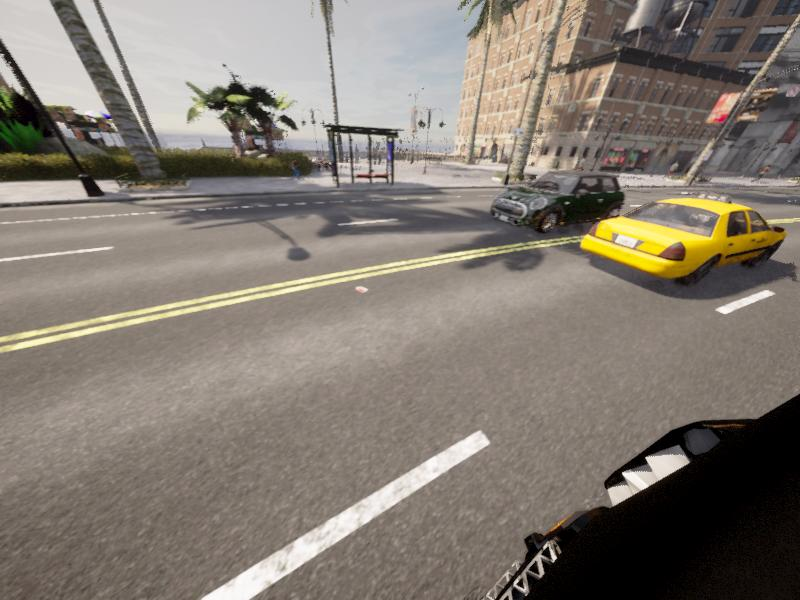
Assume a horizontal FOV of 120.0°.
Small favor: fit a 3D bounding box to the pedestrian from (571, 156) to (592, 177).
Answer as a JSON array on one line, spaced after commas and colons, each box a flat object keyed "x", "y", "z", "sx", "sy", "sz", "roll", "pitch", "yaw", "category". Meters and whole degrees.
[{"x": 18.456, "y": -13.553, "z": 23.476, "sx": 0.751, "sy": 1.860, "sz": 0.751, "roll": -9, "pitch": 35, "yaw": -16, "category": "pedestrian"}]

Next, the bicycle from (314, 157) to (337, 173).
[{"x": -6.130, "y": -11.095, "z": 18.988, "sx": 1.643, "sy": 1.024, "sz": 0.373, "roll": -8, "pitch": 35, "yaw": -15, "category": "bicycle"}]

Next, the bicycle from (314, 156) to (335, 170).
[{"x": -6.709, "y": -12.181, "z": 20.580, "sx": 1.643, "sy": 1.024, "sz": 0.373, "roll": -8, "pitch": 35, "yaw": -15, "category": "bicycle"}]

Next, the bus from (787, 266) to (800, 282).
[{"x": 14.360, "y": -1.933, "z": 3.932, "sx": 10.273, "sy": 4.253, "sz": 3.944, "roll": -8, "pitch": 35, "yaw": -16, "category": "bus"}]

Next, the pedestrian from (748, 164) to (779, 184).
[{"x": 39.913, "y": -13.899, "z": 25.406, "sx": 0.751, "sy": 1.860, "sz": 0.751, "roll": 2, "pitch": 34, "yaw": 0, "category": "pedestrian"}]

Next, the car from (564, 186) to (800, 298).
[{"x": 6.860, "y": -1.617, "z": 5.373, "sx": 5.366, "sy": 1.575, "sz": 1.801, "roll": -10, "pitch": 36, "yaw": -18, "category": "car"}]

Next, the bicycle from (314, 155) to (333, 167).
[{"x": -7.575, "y": -13.810, "z": 22.967, "sx": 1.643, "sy": 1.024, "sz": 0.373, "roll": -8, "pitch": 35, "yaw": -15, "category": "bicycle"}]

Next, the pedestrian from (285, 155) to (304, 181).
[{"x": -6.468, "y": -8.109, "z": 14.173, "sx": 0.751, "sy": 1.300, "sz": 0.751, "roll": -11, "pitch": 36, "yaw": -19, "category": "pedestrian"}]

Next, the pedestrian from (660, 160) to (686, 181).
[{"x": 28.874, "y": -13.747, "z": 24.452, "sx": 0.751, "sy": 1.860, "sz": 0.751, "roll": -3, "pitch": 34, "yaw": -9, "category": "pedestrian"}]

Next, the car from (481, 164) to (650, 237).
[{"x": 5.572, "y": -3.593, "z": 8.059, "sx": 4.553, "sy": 1.767, "sz": 2.097, "roll": -10, "pitch": 36, "yaw": -19, "category": "car"}]
